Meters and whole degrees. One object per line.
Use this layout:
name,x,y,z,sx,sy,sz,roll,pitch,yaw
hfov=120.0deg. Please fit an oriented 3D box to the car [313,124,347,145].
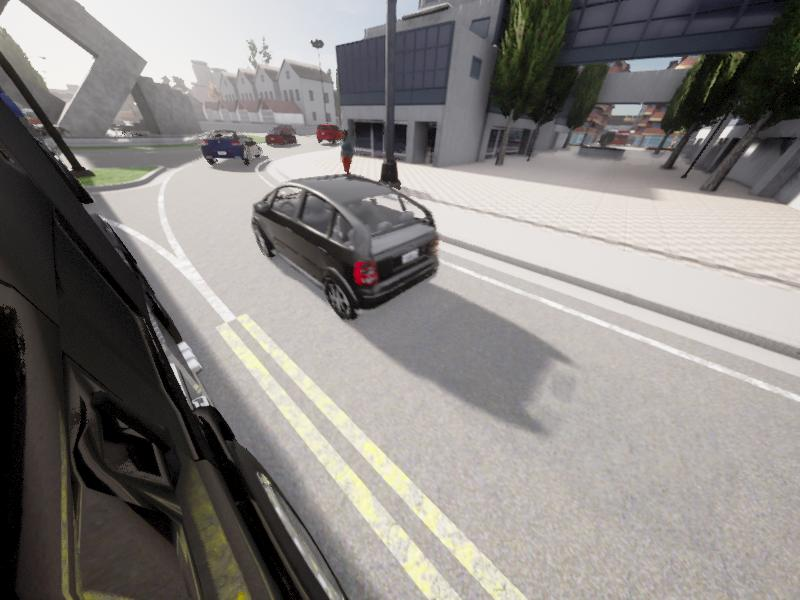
car,-9.060,-21.852,30.454,2.150,2.045,5.566,6,37,5

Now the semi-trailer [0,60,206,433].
semi-trailer,-8.845,-3.533,4.029,14.254,4.402,2.717,27,46,28

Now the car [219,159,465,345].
car,-1.144,-1.235,3.931,3.705,1.549,1.789,31,45,32

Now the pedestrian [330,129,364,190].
pedestrian,-1.950,-5.244,8.673,0.751,1.860,0.751,30,45,32

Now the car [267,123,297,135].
car,-22.591,-32.809,44.370,4.553,1.767,2.097,-18,41,-25

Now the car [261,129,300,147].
car,-13.134,-18.017,25.648,1.994,1.385,4.181,4,37,1

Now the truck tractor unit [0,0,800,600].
truck tractor unit,-2.645,-0.295,0.351,6.516,4.208,3.053,28,44,30

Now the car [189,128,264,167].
car,-10.356,-9.568,14.365,2.152,1.651,5.027,-8,38,-14
